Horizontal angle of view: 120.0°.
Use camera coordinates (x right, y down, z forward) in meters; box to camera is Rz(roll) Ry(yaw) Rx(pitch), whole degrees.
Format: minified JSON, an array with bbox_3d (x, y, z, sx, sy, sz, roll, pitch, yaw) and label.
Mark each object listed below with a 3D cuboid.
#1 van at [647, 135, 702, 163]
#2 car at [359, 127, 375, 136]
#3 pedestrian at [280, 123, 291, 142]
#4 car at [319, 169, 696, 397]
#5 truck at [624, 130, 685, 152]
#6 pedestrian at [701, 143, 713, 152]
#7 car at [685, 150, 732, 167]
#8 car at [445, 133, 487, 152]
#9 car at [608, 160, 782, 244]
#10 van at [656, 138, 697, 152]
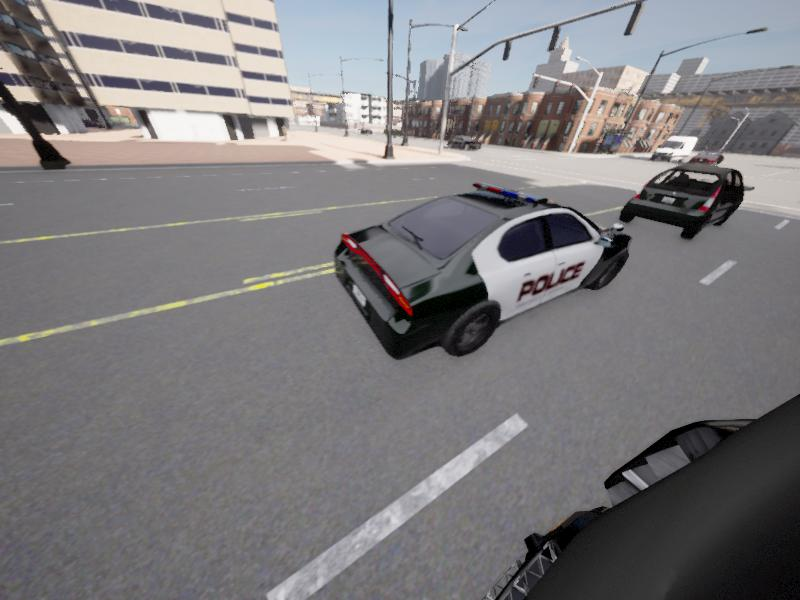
[{"bbox_3d":[33.379,-18.374,28.143,5.915,2.561,1.988,-17,41,-25],"label":"van"},{"bbox_3d":[-8.530,-42.991,58.956,2.128,1.511,4.902,-17,41,-25],"label":"car"},{"bbox_3d":[-14.511,-21.165,29.201,0.751,1.860,0.751,-7,38,-12],"label":"pedestrian"},{"bbox_3d":[1.673,-0.883,3.522,4.974,1.542,2.038,-17,41,-25],"label":"car"},{"bbox_3d":[59.681,-37.648,54.540,2.891,3.827,8.468,-17,41,-25],"label":"truck"},{"bbox_3d":[79.109,-39.347,59.467,0.751,1.860,0.751,-8,38,-14],"label":"pedestrian"},{"bbox_3d":[34.339,-15.789,25.740,4.181,1.385,1.994,-17,41,-24],"label":"car"},{"bbox_3d":[8.440,-20.549,30.096,1.930,1.638,5.238,-17,41,-25],"label":"car"},{"bbox_3d":[8.699,-3.102,6.894,3.988,1.617,1.851,-17,41,-25],"label":"car"},{"bbox_3d":[69.465,-39.138,58.263,1.988,2.561,5.915,-16,41,-24],"label":"van"}]
